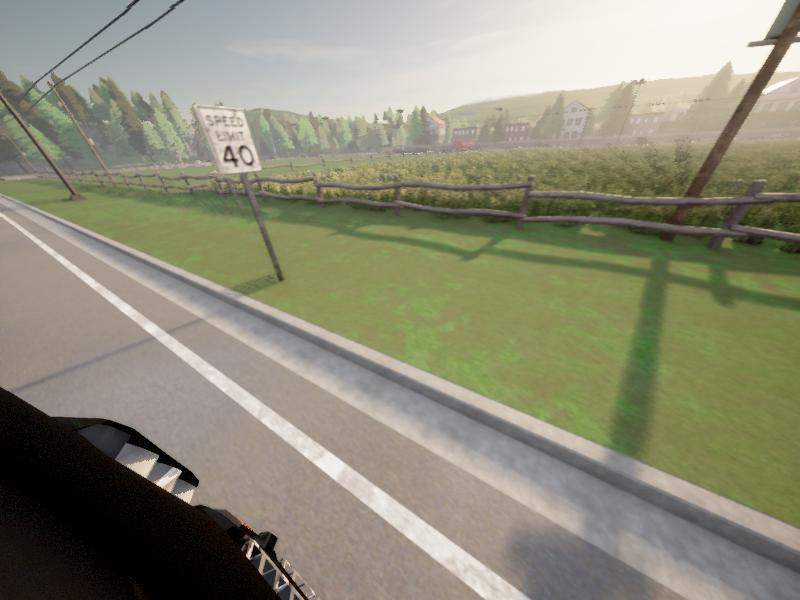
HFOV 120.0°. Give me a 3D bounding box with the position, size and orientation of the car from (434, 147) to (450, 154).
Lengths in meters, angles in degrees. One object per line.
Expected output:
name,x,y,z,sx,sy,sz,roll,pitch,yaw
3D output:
car,13.657,-49.033,75.723,4.611,1.667,2.242,16,38,26

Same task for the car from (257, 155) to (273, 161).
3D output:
car,-50.907,-53.653,87.226,1.837,1.490,4.892,16,38,26

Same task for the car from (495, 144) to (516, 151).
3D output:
car,31.943,-45.998,69.768,5.238,1.638,1.930,16,38,26

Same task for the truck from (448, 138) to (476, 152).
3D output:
truck,21.724,-54.347,81.109,8.468,3.827,2.891,16,38,26

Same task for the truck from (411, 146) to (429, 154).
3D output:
truck,7.267,-55.599,85.574,6.274,2.098,2.390,16,38,26

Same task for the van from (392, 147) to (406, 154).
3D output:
van,-0.355,-55.549,86.092,4.480,2.038,2.069,16,38,26

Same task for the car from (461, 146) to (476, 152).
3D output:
car,23.083,-50.746,77.700,4.193,1.474,1.816,16,38,26
